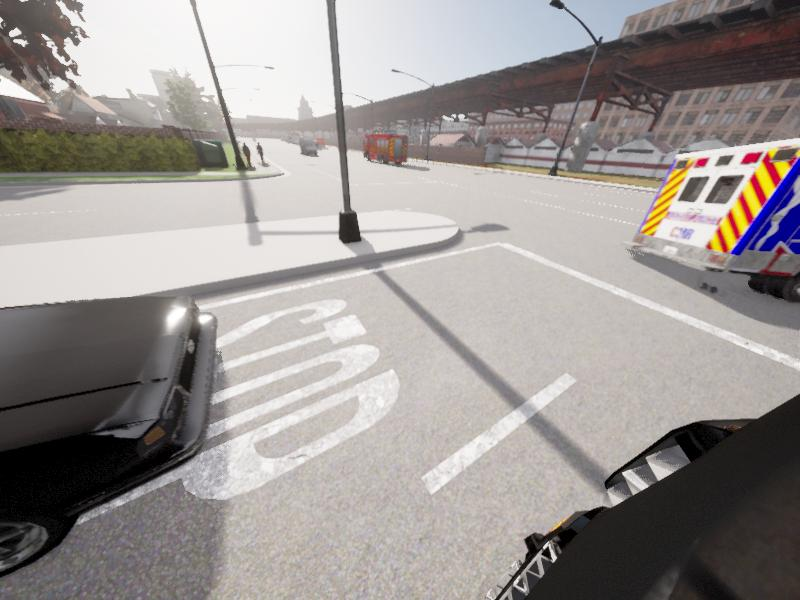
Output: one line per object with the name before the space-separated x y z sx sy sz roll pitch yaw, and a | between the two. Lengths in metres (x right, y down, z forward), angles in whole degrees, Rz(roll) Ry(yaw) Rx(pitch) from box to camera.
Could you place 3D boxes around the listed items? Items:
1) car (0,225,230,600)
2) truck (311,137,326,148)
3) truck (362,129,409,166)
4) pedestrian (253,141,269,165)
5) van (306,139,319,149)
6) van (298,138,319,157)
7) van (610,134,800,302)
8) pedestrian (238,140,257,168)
car | -4.081 0.997 0.865 5.357 1.411 2.033 -16 38 -26
truck | -24.720 -47.686 70.037 2.627 2.467 5.204 -16 39 -26
truck | -2.281 -21.707 32.896 2.891 3.827 8.468 -16 38 -26
pedestrian | -12.908 -13.633 21.452 0.751 1.860 0.751 -10 36 -19
van | -23.875 -42.675 63.277 2.069 2.038 4.480 -16 39 -26
van | -16.481 -27.487 41.504 1.988 2.561 5.915 -16 39 -26
van | 8.883 -1.369 4.501 6.366 2.431 2.351 7 27 6
pedestrian | -12.263 -11.685 18.574 0.751 1.860 0.751 -16 38 -25
